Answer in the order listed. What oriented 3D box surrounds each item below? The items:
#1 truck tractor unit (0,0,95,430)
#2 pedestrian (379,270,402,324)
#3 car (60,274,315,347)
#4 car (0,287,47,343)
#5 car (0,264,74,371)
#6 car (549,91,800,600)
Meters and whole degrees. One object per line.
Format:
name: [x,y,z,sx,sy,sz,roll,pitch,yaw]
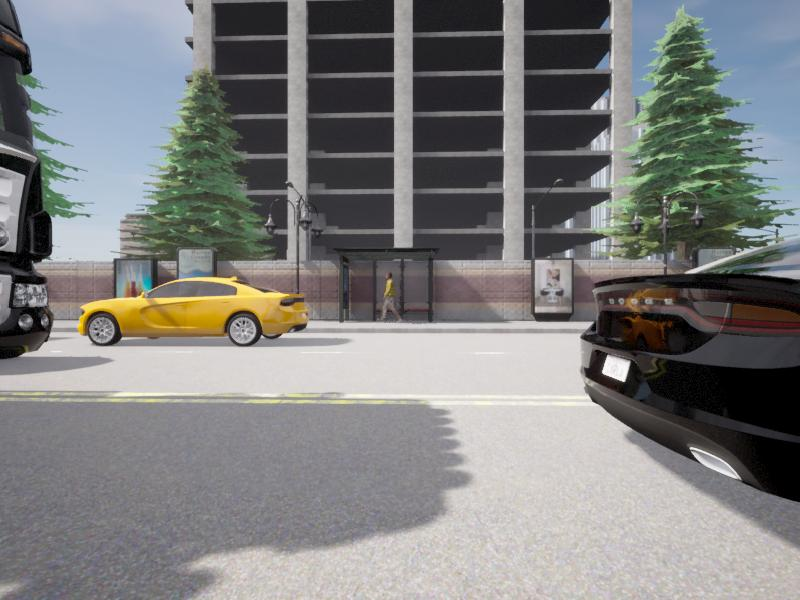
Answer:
truck tractor unit: [-6.257,-1.116,2.426,6.516,4.208,3.053,0,0,2]
pedestrian: [-0.321,-0.115,14.107,0.751,1.860,0.751,0,0,2]
car: [-4.699,0.223,9.380,5.008,1.535,1.882,0,0,2]
car: [-11.627,0.344,9.590,4.718,1.301,1.895,0,0,2]
car: [-8.035,0.245,5.980,4.892,1.490,1.837,0,0,2]
car: [3.773,0.171,2.126,5.238,1.638,1.930,0,0,2]
